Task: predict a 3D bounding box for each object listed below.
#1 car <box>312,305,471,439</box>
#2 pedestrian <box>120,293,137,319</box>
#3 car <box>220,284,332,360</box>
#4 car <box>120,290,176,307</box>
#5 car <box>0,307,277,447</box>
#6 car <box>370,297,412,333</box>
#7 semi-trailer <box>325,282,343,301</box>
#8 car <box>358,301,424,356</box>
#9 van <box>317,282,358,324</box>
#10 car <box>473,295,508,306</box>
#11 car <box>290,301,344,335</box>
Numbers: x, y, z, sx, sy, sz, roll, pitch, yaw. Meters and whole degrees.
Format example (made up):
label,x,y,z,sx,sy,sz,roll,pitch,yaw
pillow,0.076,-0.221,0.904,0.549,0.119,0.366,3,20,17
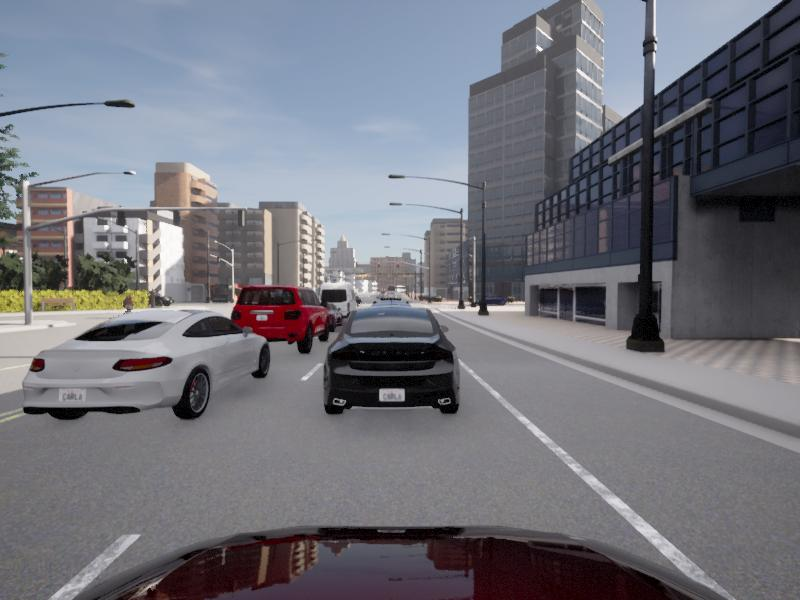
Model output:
label,x,y,z,sx,sy,sz,roll,pitch,yaw
car,-0.149,0.857,7.057,1.837,1.490,4.892,0,0,-1
pedestrian,-19.836,0.413,29.240,0.751,1.860,0.751,0,2,-7
car,-3.805,0.564,13.567,2.150,2.045,5.566,0,0,-1
car,-31.155,-0.174,49.607,5.566,2.045,2.150,0,2,-1
car,-3.644,0.882,6.694,1.812,1.442,4.674,0,0,-1
car,-0.475,0.699,21.249,1.930,1.638,5.238,0,1,-1
semi-trailer,-16.326,-2.114,99.517,2.717,4.402,14.254,0,1,-2
car,-0.303,0.818,13.945,1.882,1.535,5.008,0,0,-1
van,-4.109,0.127,27.401,1.988,2.561,5.915,0,1,-1
car,12.127,0.028,53.711,4.193,1.474,1.816,0,2,-1
car,-4.026,0.806,20.241,1.812,1.442,4.674,0,0,-1
